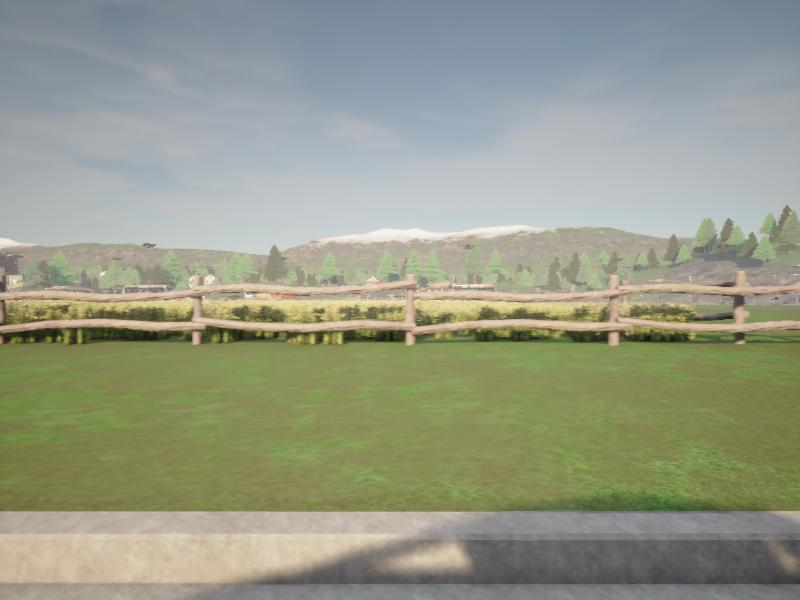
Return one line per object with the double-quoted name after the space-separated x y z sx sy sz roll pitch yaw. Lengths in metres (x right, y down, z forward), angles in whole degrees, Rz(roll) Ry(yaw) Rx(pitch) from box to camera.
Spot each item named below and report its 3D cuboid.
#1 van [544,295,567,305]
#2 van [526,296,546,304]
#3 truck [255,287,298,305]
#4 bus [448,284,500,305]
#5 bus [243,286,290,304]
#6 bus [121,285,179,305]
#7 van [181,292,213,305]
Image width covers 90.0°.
34.321 0.004 88.508 4.442 1.987 1.775 0 0 0 "van"
33.714 0.004 99.005 4.442 1.987 1.775 0 0 0 "van"
-27.193 -0.930 88.225 8.468 3.827 2.891 0 0 0 "truck"
15.645 -1.136 85.044 10.273 4.253 3.944 0 0 0 "bus"
-32.963 -1.145 98.825 10.273 4.253 3.944 0 0 0 "bus"
-55.045 -1.149 88.225 10.273 4.253 3.944 0 0 0 "bus"
-42.945 -0.307 84.655 5.915 2.561 1.988 0 0 0 "van"
